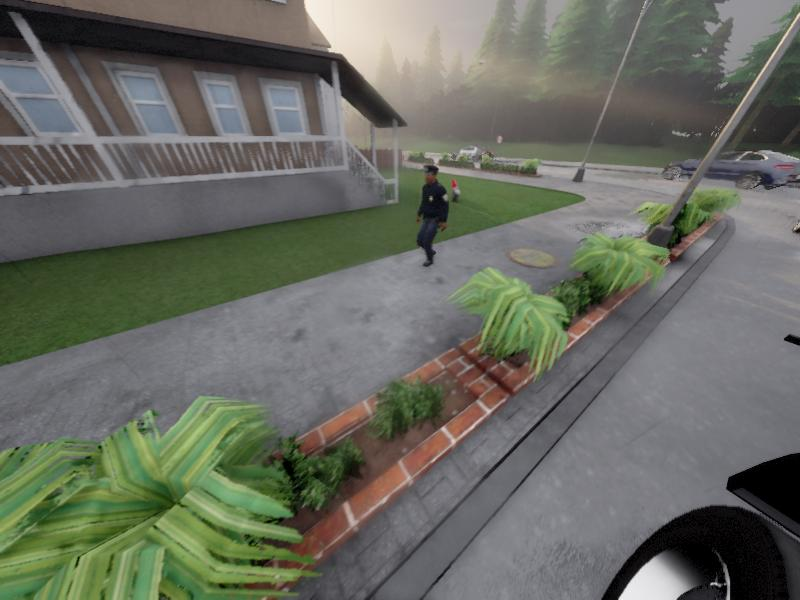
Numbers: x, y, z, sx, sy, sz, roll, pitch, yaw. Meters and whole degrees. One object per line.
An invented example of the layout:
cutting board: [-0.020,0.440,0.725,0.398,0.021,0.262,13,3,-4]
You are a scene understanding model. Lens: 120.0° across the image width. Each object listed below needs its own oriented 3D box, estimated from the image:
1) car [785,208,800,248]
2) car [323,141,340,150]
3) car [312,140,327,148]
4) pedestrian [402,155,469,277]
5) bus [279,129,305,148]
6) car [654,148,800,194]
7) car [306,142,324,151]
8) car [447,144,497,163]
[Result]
car: [10.508,-1.590,4.652,5.238,1.638,1.930,-27,43,-32]
car: [-16.260,-36.696,54.901,2.152,1.651,5.027,-21,40,-27]
car: [-21.344,-41.123,61.002,2.033,1.649,4.856,-21,40,-27]
pedestrian: [0.552,-1.489,4.181,0.751,1.860,0.751,-22,41,-28]
bus: [-31.183,-46.551,66.518,3.944,4.253,10.273,-21,40,-27]
car: [17.893,-7.185,12.545,2.152,1.651,5.027,-7,36,-10]
car: [-19.617,-35.410,53.150,2.152,1.651,5.027,-21,40,-27]
car: [7.818,-16.285,25.616,2.038,1.542,4.974,-21,40,-27]
